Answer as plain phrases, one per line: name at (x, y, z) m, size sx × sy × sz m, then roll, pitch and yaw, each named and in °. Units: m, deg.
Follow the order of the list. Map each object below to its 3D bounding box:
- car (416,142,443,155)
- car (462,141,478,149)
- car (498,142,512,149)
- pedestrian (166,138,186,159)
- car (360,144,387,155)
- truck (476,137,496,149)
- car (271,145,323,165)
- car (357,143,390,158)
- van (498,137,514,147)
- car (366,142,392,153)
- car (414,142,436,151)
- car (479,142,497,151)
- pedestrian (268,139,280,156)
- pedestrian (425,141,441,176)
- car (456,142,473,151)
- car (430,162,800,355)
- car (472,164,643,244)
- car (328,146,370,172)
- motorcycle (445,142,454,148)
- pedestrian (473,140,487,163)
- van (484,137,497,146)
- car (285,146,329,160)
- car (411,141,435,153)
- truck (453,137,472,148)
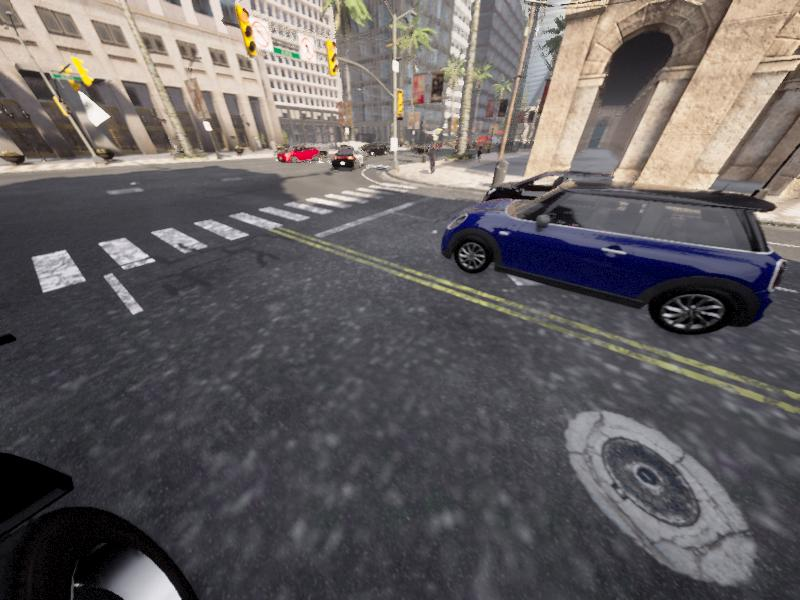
car at (4.872, -24.639, 37.596) m, size 2.038 × 1.542 × 4.974 m, roll 22°, pitch 41°, yaw 28°
car at (17.418, -38.403, 57.263) m, size 2.163 × 1.488 × 4.792 m, roll 22°, pitch 40°, yaw 27°
car at (26.251, -38.614, 57.706) m, size 1.970 × 1.475 × 3.806 m, roll 22°, pitch 40°, yaw 27°
pedestrian at (-24.561, -16.588, 25.337) m, size 0.751 × 1.860 × 0.751 m, roll 22°, pitch 41°, yaw 28°
car at (-4.163, -24.231, 37.078) m, size 1.994 × 1.385 × 4.181 m, roll 22°, pitch 41°, yaw 28°
truck at (20.872, -38.129, 56.038) m, size 2.627 × 2.467 × 5.204 m, roll 22°, pitch 40°, yaw 27°
car at (-10.643, -15.384, 24.334) m, size 2.007 × 1.525 × 4.514 m, roll 20°, pitch 40°, yaw 26°
car at (-3.599, -21.239, 32.726) m, size 1.837 × 1.490 × 4.892 m, roll 22°, pitch 41°, yaw 28°
van at (31.443, -46.912, 68.615) m, size 2.351 × 2.431 × 6.366 m, roll 22°, pitch 40°, yaw 27°
car at (-3.736, -27.808, 42.062) m, size 2.163 × 1.488 × 4.792 m, roll 22°, pitch 41°, yaw 28°
car at (5.272, -31.904, 48.017) m, size 2.033 × 1.411 × 5.357 m, roll 22°, pitch 41°, yaw 28°
car at (18.498, -32.255, 48.457) m, size 1.801 × 1.575 × 5.366 m, roll 22°, pitch 41°, yaw 28°
pedestrian at (-16.400, -19.912, 30.118) m, size 0.751 × 1.860 × 0.751 m, roll -8°, pitch 36°, yaw -11°
pedestrian at (2.178, -9.277, 15.172) m, size 0.751 × 1.860 × 0.751 m, roll 12°, pitch 37°, yaw 16°
car at (13.167, -31.381, 47.198) m, size 1.789 × 1.549 × 3.705 m, roll 22°, pitch 41°, yaw 28°
car at (3.124, -1.277, 4.190) m, size 4.553 × 1.767 × 2.097 m, roll 22°, pitch 41°, yaw 28°
car at (4.426, -3.105, 7.020) m, size 3.633 × 1.501 × 1.845 m, roll 22°, pitch 41°, yaw 28°
car at (-4.257, -12.486, 20.273) m, size 2.038 × 1.542 × 4.974 m, roll 5°, pitch 36°, yaw 5°
motorcycle at (13.275, -41.395, 61.701) m, size 2.356 × 1.277 × 0.764 m, roll -15°, pitch 38°, yaw -21°
pedestrian at (7.963, -14.774, 23.019) m, size 0.751 × 1.860 × 0.751 m, roll 19°, pitch 39°, yaw 25°
van at (30.527, -53.321, 77.578) m, size 1.988 × 2.561 × 5.915 m, roll 22°, pitch 40°, yaw 27°
car at (-11.405, -18.293, 28.657) m, size 1.895 × 1.301 × 4.718 m, roll 22°, pitch 41°, yaw 28°
car at (4.203, -27.642, 41.745) m, size 1.930 × 1.638 × 5.238 m, roll 22°, pitch 40°, yaw 28°
truck at (16.403, -41.517, 60.810) m, size 2.627 × 2.467 × 5.204 m, roll 22°, pitch 40°, yaw 27°
